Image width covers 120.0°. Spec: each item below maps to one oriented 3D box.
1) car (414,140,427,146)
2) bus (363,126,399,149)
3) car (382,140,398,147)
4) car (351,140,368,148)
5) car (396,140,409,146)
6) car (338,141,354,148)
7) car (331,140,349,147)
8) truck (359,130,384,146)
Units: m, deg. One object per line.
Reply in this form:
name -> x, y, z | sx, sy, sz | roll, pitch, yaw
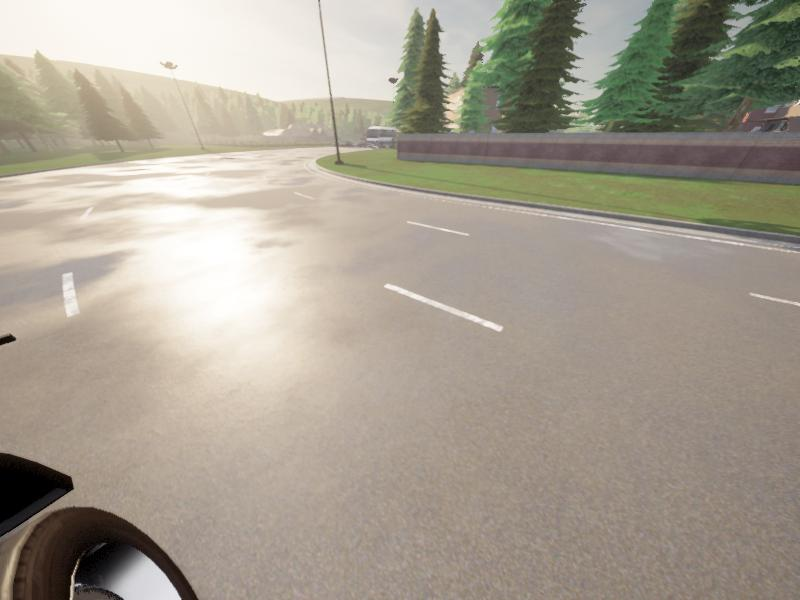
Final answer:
car -> 6.654, -51.357, 75.545 | 2.163, 1.488, 4.792 | 22, 40, 27
bus -> -4.102, -38.742, 55.147 | 3.944, 4.253, 10.273 | 15, 38, 20
car -> -2.812, -43.302, 63.986 | 1.801, 1.575, 5.366 | 19, 39, 25
car -> -10.238, -39.784, 58.847 | 2.033, 1.649, 4.856 | 15, 38, 20
car -> 0.888, -53.654, 78.780 | 2.007, 1.525, 4.514 | 22, 40, 27
car -> -13.843, -40.086, 59.387 | 1.816, 1.474, 4.193 | 15, 38, 20
car -> -16.095, -42.012, 62.109 | 2.163, 1.488, 4.792 | 15, 38, 20
truck -> -8.639, -50.196, 71.735 | 2.891, 3.827, 8.468 | 22, 40, 27
